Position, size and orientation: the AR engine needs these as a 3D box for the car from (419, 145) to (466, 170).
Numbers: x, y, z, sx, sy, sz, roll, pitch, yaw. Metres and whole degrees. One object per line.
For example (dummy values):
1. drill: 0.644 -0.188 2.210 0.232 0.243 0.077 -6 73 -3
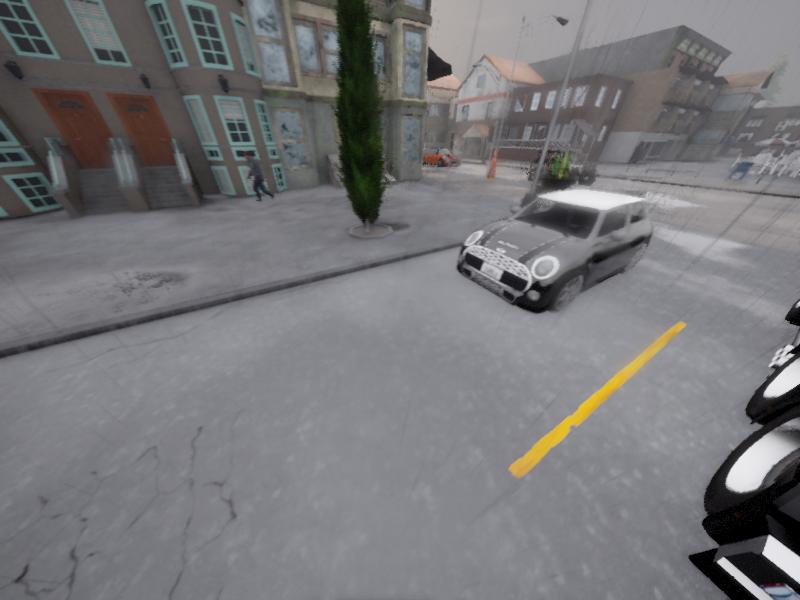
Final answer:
1. car: 4.031 -14.231 22.935 2.097 1.767 4.553 -18 39 -24

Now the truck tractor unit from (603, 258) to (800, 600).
1. truck tractor unit: 5.101 -0.308 0.804 6.516 4.208 3.053 -19 39 -25

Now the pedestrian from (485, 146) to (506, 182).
1. pedestrian: 5.914 -8.485 14.407 0.751 1.860 0.751 7 35 9

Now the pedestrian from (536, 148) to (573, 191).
1. pedestrian: 7.886 -6.729 11.900 0.751 1.860 0.751 -7 36 -11

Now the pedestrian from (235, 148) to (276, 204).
1. pedestrian: -5.682 -4.897 9.170 0.751 1.860 0.751 -22 41 -29

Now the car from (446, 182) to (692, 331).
1. car: 3.086 -1.188 4.451 3.806 1.475 1.970 -19 39 -25

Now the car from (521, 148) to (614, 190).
1. car: 9.864 -8.108 14.099 1.905 1.878 3.866 -13 37 -18
